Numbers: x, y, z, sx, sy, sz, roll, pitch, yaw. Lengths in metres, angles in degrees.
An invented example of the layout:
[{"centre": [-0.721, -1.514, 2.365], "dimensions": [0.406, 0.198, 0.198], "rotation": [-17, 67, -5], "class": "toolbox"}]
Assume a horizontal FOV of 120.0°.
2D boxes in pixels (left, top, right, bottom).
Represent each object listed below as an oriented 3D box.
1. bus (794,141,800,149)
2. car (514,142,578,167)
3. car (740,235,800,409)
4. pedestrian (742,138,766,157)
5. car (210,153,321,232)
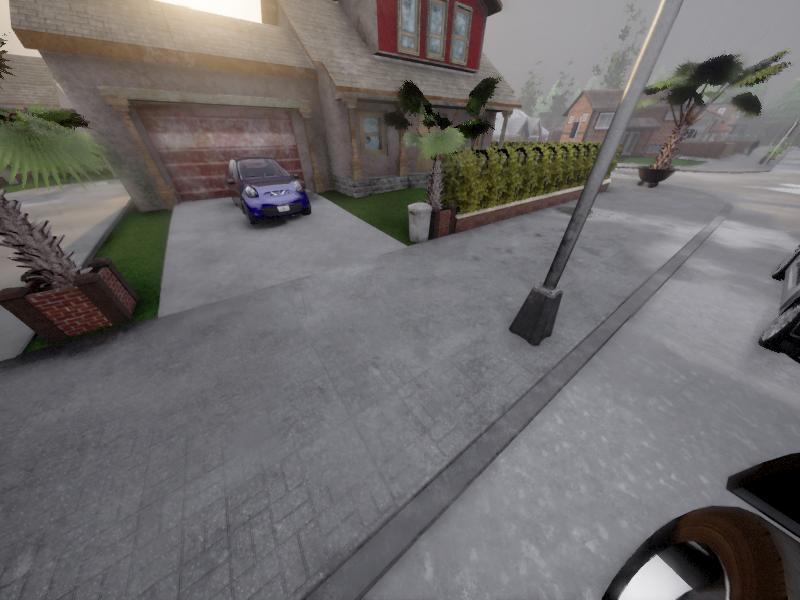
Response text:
[{"centre": [88.085, -34.313, 48.363], "dimensions": [10.273, 4.253, 3.944], "rotation": [-22, 41, -28], "class": "bus"}, {"centre": [14.101, -14.323, 22.600], "dimensions": [2.097, 1.767, 4.553], "rotation": [-22, 41, -28], "class": "car"}, {"centre": [6.544, -0.168, 2.713], "dimensions": [5.238, 1.638, 1.930], "rotation": [-22, 41, -28], "class": "car"}, {"centre": [42.914, -18.462, 28.012], "dimensions": [0.751, 1.860, 0.751], "rotation": [-25, 42, -31], "class": "pedestrian"}, {"centre": [-4.139, -3.474, 7.009], "dimensions": [1.845, 1.501, 3.633], "rotation": [-24, 42, -30], "class": "car"}]
